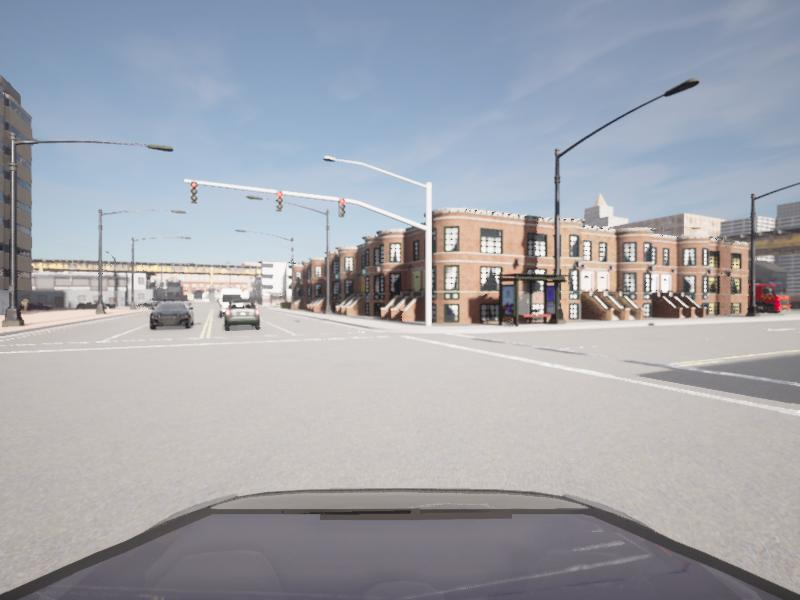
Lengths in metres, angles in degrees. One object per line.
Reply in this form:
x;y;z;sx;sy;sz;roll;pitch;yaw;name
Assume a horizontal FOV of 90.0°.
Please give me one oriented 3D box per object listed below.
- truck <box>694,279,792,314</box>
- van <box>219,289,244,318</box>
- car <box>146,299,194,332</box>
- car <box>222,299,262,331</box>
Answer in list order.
40.739;-0.339;47.983;2.891;3.827;8.468;0;0;-25;truck
-15.876;0.304;37.480;1.988;2.561;5.915;0;0;-25;van
-12.923;0.759;22.790;1.930;1.638;5.238;0;0;-25;car
-8.950;0.777;22.477;1.851;1.617;3.988;0;0;-24;car
